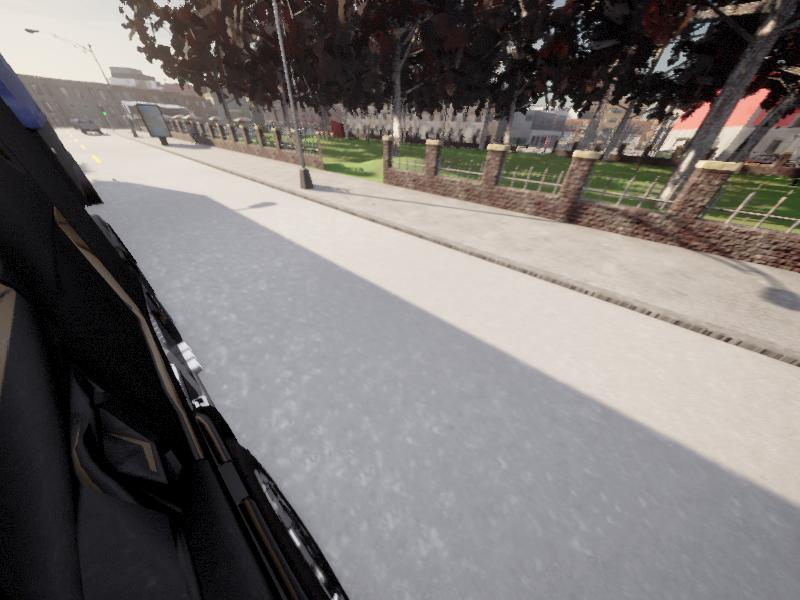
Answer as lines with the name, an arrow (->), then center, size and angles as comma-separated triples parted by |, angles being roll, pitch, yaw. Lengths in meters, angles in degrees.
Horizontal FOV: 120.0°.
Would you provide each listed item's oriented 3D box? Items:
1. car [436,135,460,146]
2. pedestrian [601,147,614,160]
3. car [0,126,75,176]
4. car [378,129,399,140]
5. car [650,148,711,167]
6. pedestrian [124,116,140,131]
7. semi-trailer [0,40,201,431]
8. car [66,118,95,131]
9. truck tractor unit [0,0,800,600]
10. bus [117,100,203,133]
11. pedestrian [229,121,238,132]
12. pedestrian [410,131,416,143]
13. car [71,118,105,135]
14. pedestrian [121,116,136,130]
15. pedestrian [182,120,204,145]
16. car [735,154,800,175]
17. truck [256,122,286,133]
car -> 9.317, -31.125, 45.038 | 3.806, 1.475, 1.970 | 28, 43, 30
pedestrian -> 26.112, -18.461, 29.061 | 0.751, 1.300, 0.751 | 28, 43, 30
car -> -17.255, -6.982, 10.625 | 4.514, 1.525, 2.007 | 28, 43, 30
car -> -2.606, -37.640, 52.664 | 4.605, 1.855, 1.932 | 28, 43, 30
car -> 34.503, -17.712, 28.655 | 4.514, 1.525, 2.007 | 28, 43, 30
pedestrian -> -41.823, -27.454, 36.013 | 0.751, 1.860, 0.751 | 22, 41, 24
semi-trailer -> -8.696, -3.604, 4.234 | 14.254, 4.402, 2.717 | 28, 43, 30
car -> -49.246, -27.079, 35.576 | 4.674, 1.442, 1.812 | 26, 42, 28
truck tractor unit -> -2.645, -0.295, 0.351 | 6.516, 4.208, 3.053 | 28, 44, 30
bus -> -45.883, -35.343, 44.843 | 3.944, 4.253, 10.273 | 28, 43, 30
pedestrian -> -35.540, -36.985, 49.305 | 0.751, 1.860, 0.751 | 28, 43, 30
pedestrian -> 2.487, -31.751, 44.873 | 0.751, 1.860, 0.751 | -24, 44, -31
car -> -40.014, -22.250, 29.633 | 3.633, 1.501, 1.845 | 28, 43, 30
pedestrian -> -45.042, -29.289, 38.265 | 0.751, 1.860, 0.751 | 24, 42, 26
pedestrian -> -19.429, -15.672, 21.692 | 0.751, 1.860, 0.751 | 28, 43, 30
car -> 40.006, -14.786, 25.068 | 3.705, 1.549, 1.789 | 28, 43, 30
truck -> -34.331, -45.963, 61.703 | 2.390, 2.098, 6.274 | 28, 43, 30
